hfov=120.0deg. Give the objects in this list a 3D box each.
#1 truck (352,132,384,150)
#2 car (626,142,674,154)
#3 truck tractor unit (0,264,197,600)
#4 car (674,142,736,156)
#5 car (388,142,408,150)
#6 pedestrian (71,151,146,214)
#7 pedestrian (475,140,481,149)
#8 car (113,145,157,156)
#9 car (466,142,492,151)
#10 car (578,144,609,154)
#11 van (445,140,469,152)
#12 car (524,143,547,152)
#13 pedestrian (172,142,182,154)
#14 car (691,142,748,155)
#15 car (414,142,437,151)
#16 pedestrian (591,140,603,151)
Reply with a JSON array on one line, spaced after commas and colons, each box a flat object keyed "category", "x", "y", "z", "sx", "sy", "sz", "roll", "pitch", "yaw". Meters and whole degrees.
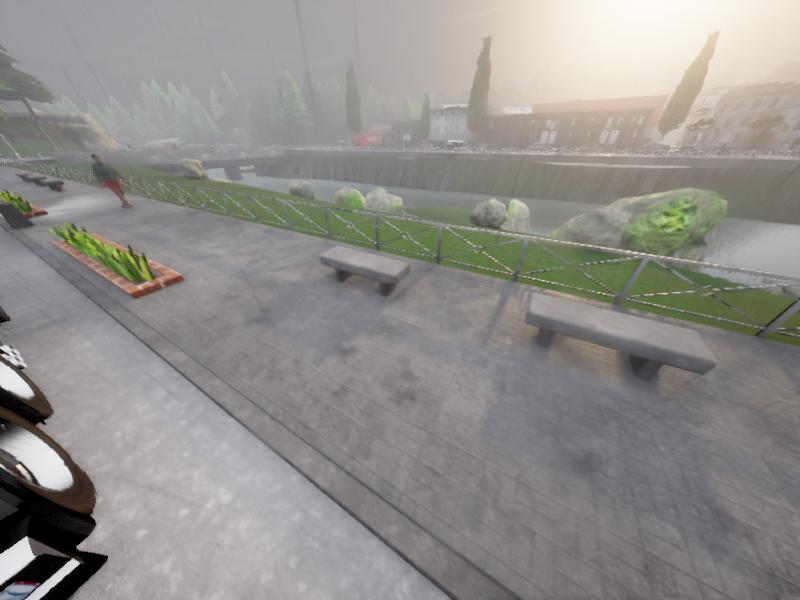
[{"category": "truck", "x": -8.905, "y": -44.374, "z": 64.465, "sx": 8.468, "sy": 3.827, "sz": 2.891, "roll": 18, "pitch": 39, "yaw": 24}, {"category": "car", "x": 43.856, "y": -26.787, "z": 40.669, "sx": 5.238, "sy": 1.638, "sz": 1.930, "roll": 18, "pitch": 39, "yaw": 24}, {"category": "truck tractor unit", "x": -5.112, "y": -0.300, "z": 0.779, "sx": 6.516, "sy": 4.208, "sz": 3.053, "roll": 18, "pitch": 39, "yaw": 24}, {"category": "car", "x": 46.749, "y": -23.279, "z": 35.606, "sx": 5.238, "sy": 1.638, "sz": 1.930, "roll": 18, "pitch": 39, "yaw": 24}, {"category": "car", "x": -0.619, "y": -40.857, "z": 61.265, "sx": 4.856, "sy": 1.649, "sz": 2.033, "roll": 18, "pitch": 39, "yaw": 24}, {"category": "pedestrian", "x": -10.258, "y": -4.156, "z": 8.209, "sx": 0.751, "sy": 1.860, "sz": 0.751, "roll": 18, "pitch": 39, "yaw": 24}, {"category": "pedestrian", "x": 19.853, "y": -39.495, "z": 58.744, "sx": 0.751, "sy": 1.860, "sz": 0.751, "roll": 25, "pitch": 42, "yaw": 32}, {"category": "car", "x": -50.753, "y": -28.717, "z": 44.355, "sx": 2.038, "sy": 1.542, "sz": 4.974, "roll": 18, "pitch": 39, "yaw": 24}, {"category": "car", "x": 17.990, "y": -34.976, "z": 52.660, "sx": 5.238, "sy": 1.638, "sz": 1.930, "roll": 17, "pitch": 39, "yaw": 24}, {"category": "car", "x": 34.481, "y": -27.090, "z": 41.331, "sx": 3.806, "sy": 1.475, "sz": 1.970, "roll": 18, "pitch": 39, "yaw": 24}, {"category": "van", "x": 12.553, "y": -34.239, "z": 51.300, "sx": 4.480, "sy": 2.038, "sz": 2.069, "roll": 17, "pitch": 39, "yaw": 24}, {"category": "car", "x": 28.182, "y": -31.684, "z": 47.985, "sx": 3.806, "sy": 1.475, "sz": 1.970, "roll": 18, "pitch": 39, "yaw": 24}, {"category": "pedestrian", "x": -44.803, "y": -30.537, "z": 46.411, "sx": 0.751, "sy": 1.860, "sz": 0.751, "roll": 27, "pitch": 43, "yaw": 33}, {"category": "car", "x": 51.276, "y": -24.446, "z": 37.254, "sx": 4.856, "sy": 1.649, "sz": 2.033, "roll": 18, "pitch": 39, "yaw": 24}, {"category": "car", "x": 6.345, "y": -38.633, "z": 58.053, "sx": 5.027, "sy": 1.651, "sz": 2.152, "roll": 18, "pitch": 39, "yaw": 23}, {"category": "pedestrian", "x": 38.678, "y": -30.311, "z": 45.362, "sx": 0.751, "sy": 1.860, "sz": 0.751, "roll": -8, "pitch": 36, "yaw": -11}]
